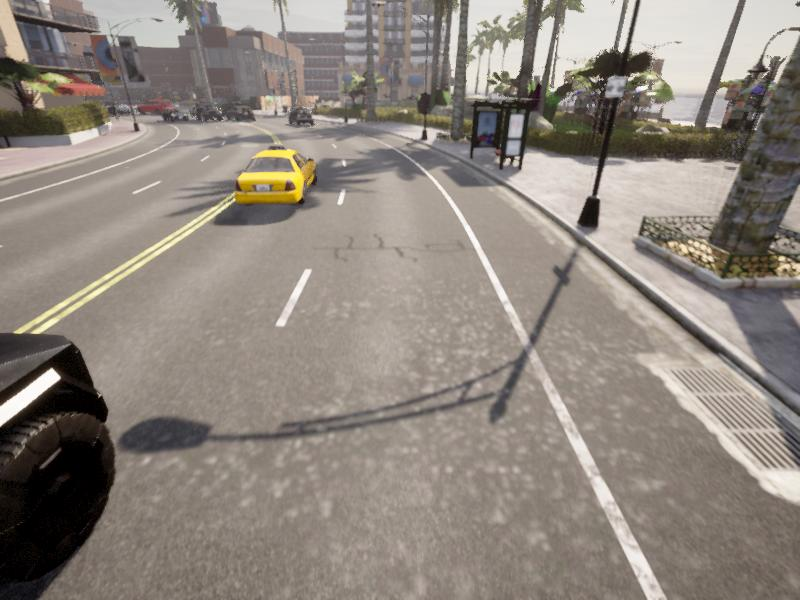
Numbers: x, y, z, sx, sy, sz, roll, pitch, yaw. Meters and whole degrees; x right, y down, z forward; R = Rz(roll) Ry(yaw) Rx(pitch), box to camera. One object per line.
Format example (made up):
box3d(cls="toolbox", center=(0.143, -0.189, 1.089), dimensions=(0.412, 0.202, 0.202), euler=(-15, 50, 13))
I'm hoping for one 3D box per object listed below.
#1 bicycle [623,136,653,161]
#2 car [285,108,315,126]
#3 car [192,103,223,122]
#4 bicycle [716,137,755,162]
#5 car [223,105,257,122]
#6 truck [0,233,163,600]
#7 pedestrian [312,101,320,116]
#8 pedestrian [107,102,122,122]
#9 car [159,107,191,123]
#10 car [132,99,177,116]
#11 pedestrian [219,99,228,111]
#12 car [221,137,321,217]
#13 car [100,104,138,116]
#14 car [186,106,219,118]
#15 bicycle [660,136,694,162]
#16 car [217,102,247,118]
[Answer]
box3d(cls="bicycle", center=(12.112, -7.741, 20.429), dimensions=(0.373, 1.024, 1.643), euler=(0, 27, -1))
box3d(cls="car", center=(-10.667, -19.577, 42.739), dimensions=(1.851, 1.617, 3.988), euler=(-14, 31, -27))
box3d(cls="car", center=(-22.722, -22.152, 47.241), dimensions=(1.905, 1.878, 3.866), euler=(-21, 34, -36))
box3d(cls="bicycle", center=(17.142, -7.735, 20.497), dimensions=(0.373, 1.024, 1.643), euler=(0, 27, -1))
box3d(cls="car", center=(-19.355, -22.573, 48.354), dimensions=(2.242, 1.667, 4.611), euler=(-20, 34, -34))
box3d(cls="truck", center=(-3.501, 1.869, 0.640), dimensions=(2.390, 2.098, 6.274), euler=(0, 27, 0))
box3d(cls="pedestrian", center=(-12.218, -27.945, 58.315), dimensions=(0.751, 1.860, 0.751), euler=(-21, 34, -36))
box3d(cls="pedestrian", center=(-30.184, -19.855, 42.308), dimensions=(0.751, 1.860, 0.751), euler=(-23, 35, -38))
box3d(cls="car", center=(-25.600, -21.069, 45.545), dimensions=(1.970, 1.475, 3.806), euler=(-22, 35, -37))
box3d(cls="car", center=(-36.486, -28.633, 59.455), dimensions=(5.566, 2.045, 2.150), euler=(9, 29, 17))
box3d(cls="pedestrian", center=(-30.379, -33.530, 68.878), dimensions=(0.751, 1.860, 0.751), euler=(5, 28, 8))
box3d(cls="car", center=(-3.845, -4.201, 12.995), dimensions=(1.801, 1.575, 5.366), euler=(-1, 27, -3))
box3d(cls="car", center=(-40.350, -27.298, 57.508), dimensions=(4.181, 1.385, 1.994), euler=(9, 29, 17))
box3d(cls="car", center=(-27.264, -25.998, 55.208), dimensions=(4.181, 1.385, 1.994), euler=(18, 32, 30))
box3d(cls="bicycle", center=(14.125, -7.739, 20.456), dimensions=(0.373, 1.024, 1.643), euler=(0, 27, -1))
box3d(cls="car", center=(-23.580, -26.781, 56.222), dimensions=(3.866, 1.878, 1.905), euler=(21, 33, 34))
